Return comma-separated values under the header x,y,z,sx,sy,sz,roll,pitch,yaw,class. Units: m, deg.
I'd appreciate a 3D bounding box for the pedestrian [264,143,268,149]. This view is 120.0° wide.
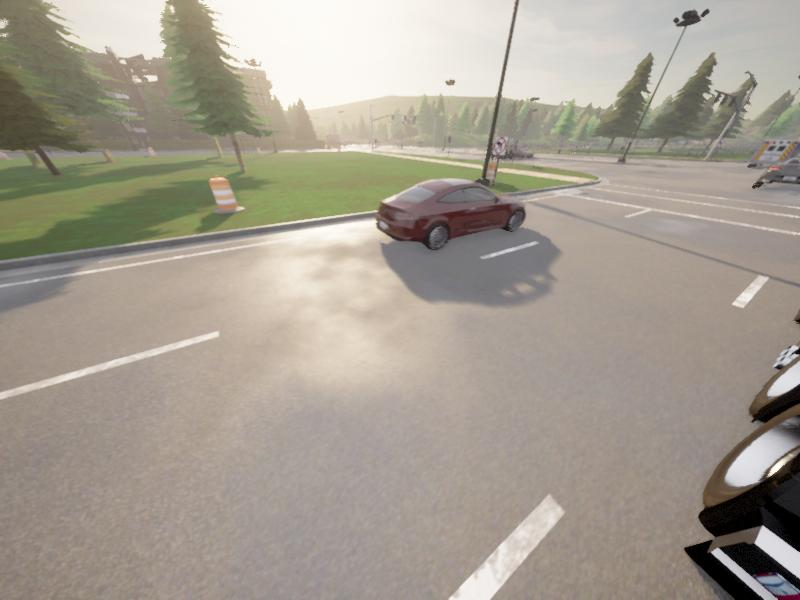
x,y,z,sx,sy,sz,roll,pitch,yaw,class
-34.079,-39.141,58.666,0.500,1.100,0.500,-2,35,-4,pedestrian

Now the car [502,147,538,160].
x,y,z,sx,sy,sz,roll,pitch,yaw,class
17.816,-21.938,34.478,1.994,1.385,4.181,-17,39,-24,car

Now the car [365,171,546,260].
x,y,z,sx,sy,sz,roll,pitch,yaw,class
1.586,-2.616,6.509,4.674,1.442,1.812,-18,39,-24,car

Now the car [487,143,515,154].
x,y,z,sx,sy,sz,roll,pitch,yaw,class
21.240,-31.981,48.699,1.930,1.638,5.238,-18,39,-24,car

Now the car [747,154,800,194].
x,y,z,sx,sy,sz,roll,pitch,yaw,class
23.114,-7.359,13.355,5.027,1.651,2.152,-18,39,-24,car

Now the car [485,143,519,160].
x,y,z,sx,sy,sz,roll,pitch,yaw,class
14.587,-21.366,33.171,1.905,1.878,3.866,-18,39,-24,car

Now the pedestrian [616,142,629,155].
x,y,z,sx,sy,sz,roll,pitch,yaw,class
39.504,-26.824,40.949,0.751,1.860,0.751,-15,38,-21,pedestrian

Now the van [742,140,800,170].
x,y,z,sx,sy,sz,roll,pitch,yaw,class
39.726,-15.375,24.313,6.366,2.431,2.351,-18,39,-24,van

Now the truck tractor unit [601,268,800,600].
x,y,z,sx,sy,sz,roll,pitch,yaw,class
5.120,-0.291,0.777,6.516,4.208,3.053,-18,39,-24,truck tractor unit
